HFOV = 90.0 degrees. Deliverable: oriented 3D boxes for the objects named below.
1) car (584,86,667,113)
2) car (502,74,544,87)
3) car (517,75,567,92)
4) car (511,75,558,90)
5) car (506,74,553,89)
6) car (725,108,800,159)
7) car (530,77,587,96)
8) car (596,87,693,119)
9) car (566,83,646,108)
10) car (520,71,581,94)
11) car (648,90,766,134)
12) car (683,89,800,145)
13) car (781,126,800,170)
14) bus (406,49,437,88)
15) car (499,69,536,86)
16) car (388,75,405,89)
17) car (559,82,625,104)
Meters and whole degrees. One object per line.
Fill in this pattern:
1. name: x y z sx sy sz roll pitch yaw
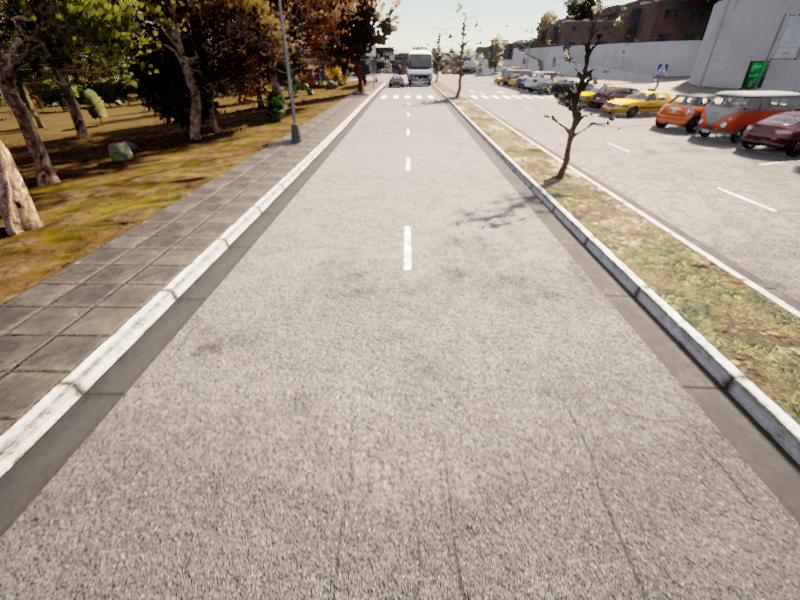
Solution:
1. car: 16.007 -14.315 28.470 4.792 1.488 2.163 -9 32 -17
2. car: 16.567 -29.653 54.040 4.792 1.488 2.163 -9 32 -17
3. car: 16.378 -25.089 46.328 5.008 1.535 2.097 -9 33 -17
4. car: 16.422 -26.618 48.892 4.892 1.521 2.231 -9 32 -17
5. car: 16.660 -28.179 51.505 5.366 1.575 1.946 -9 32 -17
6. car: 15.694 -6.601 15.689 4.674 1.452 2.002 -9 32 -17
7. car: 16.270 -22.023 41.211 4.892 1.521 2.231 -9 33 -17
8. car: 15.749 -12.762 25.836 5.366 1.575 1.946 -9 33 -16
9. car: 15.862 -15.850 30.940 5.366 1.575 1.946 -9 33 -17
10. car: 16.346 -23.783 43.655 5.566 2.045 2.435 -9 32 -17
11. car: 15.784 -9.810 20.713 4.553 1.767 2.185 -9 32 -17
12. car: 15.650 -8.337 18.069 4.442 1.987 1.878 -9 33 -17
13. car: 15.670 -5.084 13.133 4.792 1.488 2.163 -9 32 -17
14. bus: 2.811 -32.421 55.946 3.944 4.253 10.273 1 31 1
15. car: 16.490 -31.373 56.424 4.442 1.987 1.878 -9 33 -17
16. car: -0.425 -27.890 51.159 1.994 1.385 4.181 1 31 1
17. car: 16.088 -17.384 33.571 4.674 1.452 2.002 -9 32 -17
